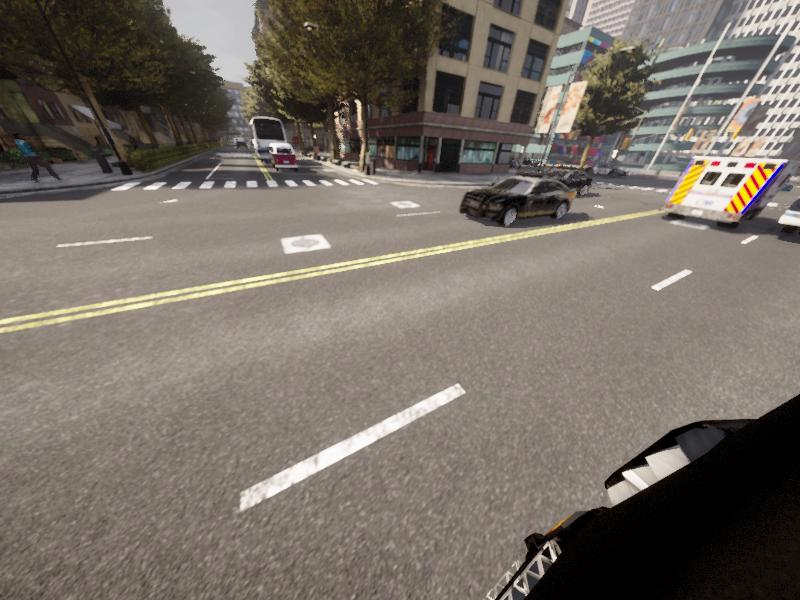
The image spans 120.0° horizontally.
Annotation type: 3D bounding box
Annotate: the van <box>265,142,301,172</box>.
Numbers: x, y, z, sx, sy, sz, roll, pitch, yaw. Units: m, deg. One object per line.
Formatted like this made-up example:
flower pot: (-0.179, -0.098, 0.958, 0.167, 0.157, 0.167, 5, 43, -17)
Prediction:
van: (-10.507, -12.820, 20.658, 2.069, 2.038, 4.480, -15, 38, -25)

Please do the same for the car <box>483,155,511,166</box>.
car: (19.765, -28.536, 47.216, 2.242, 1.667, 4.611, -15, 38, -25)

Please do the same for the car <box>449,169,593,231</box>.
car: (4.702, -4.063, 9.024, 5.238, 1.638, 1.930, -15, 38, -25)

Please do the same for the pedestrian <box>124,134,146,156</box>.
pedestrian: (-27.796, -16.229, 24.233, 0.751, 1.860, 0.751, -19, 39, -29)

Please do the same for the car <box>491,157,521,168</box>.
car: (19.211, -25.069, 42.139, 1.812, 1.442, 4.674, -15, 38, -25)

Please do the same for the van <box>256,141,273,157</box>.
van: (-22.441, -25.099, 38.283, 1.775, 1.987, 4.442, -15, 38, -25)

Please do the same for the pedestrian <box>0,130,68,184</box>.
pedestrian: (-15.486, -5.992, 9.768, 0.751, 1.860, 0.751, -16, 38, -26)

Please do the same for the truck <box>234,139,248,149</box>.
truck: (-40.995, -40.376, 59.752, 2.390, 2.098, 6.274, -15, 38, -25)

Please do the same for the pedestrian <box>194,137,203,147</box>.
pedestrian: (-48.180, -37.868, 55.271, 0.751, 1.860, 0.751, -9, 35, -17)

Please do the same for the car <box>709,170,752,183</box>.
car: (50.603, -18.999, 35.455, 3.633, 1.501, 1.845, -2, 34, -8)

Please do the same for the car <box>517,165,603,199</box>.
car: (10.486, -7.807, 15.156, 5.238, 1.638, 1.930, -15, 37, -25)

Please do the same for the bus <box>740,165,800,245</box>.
bus: (18.505, -4.467, 8.391, 10.273, 4.253, 3.944, -15, 37, -25)

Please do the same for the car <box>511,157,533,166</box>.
car: (26.747, -30.356, 50.669, 1.845, 1.501, 3.633, -15, 38, -25)

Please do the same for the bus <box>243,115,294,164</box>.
bus: (-16.681, -20.018, 29.027, 3.944, 4.253, 10.273, -15, 38, -25)

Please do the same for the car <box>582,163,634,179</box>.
car: (29.538, -18.490, 32.965, 2.038, 1.542, 4.974, -16, 38, -27)

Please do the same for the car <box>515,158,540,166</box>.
car: (29.225, -31.678, 53.078, 1.895, 1.301, 4.718, -15, 38, -25)

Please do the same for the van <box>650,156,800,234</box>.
van: (14.794, -4.856, 10.335, 6.366, 2.431, 2.351, -15, 37, -25)
